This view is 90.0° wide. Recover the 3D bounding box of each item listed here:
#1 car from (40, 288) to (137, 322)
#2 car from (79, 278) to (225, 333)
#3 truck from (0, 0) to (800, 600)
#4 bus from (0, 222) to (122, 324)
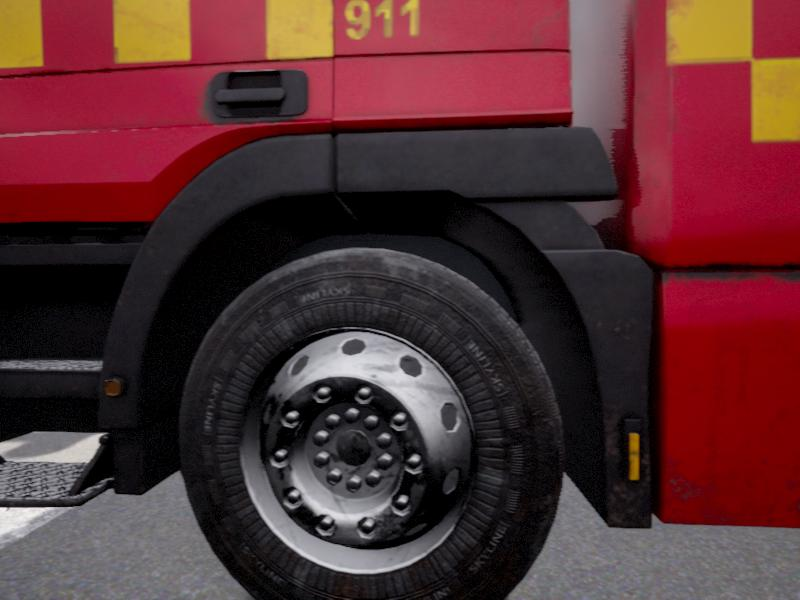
[{"bbox_3d":[-15.181,0.223,19.754,1.789,1.549,3.705,0,0,3],"label":"car"},{"bbox_3d":[-8.524,0.161,14.427,2.242,1.667,4.611,0,0,3],"label":"car"},{"bbox_3d":[2.537,-0.921,2.318,8.468,3.827,2.891,0,0,4],"label":"truck"},{"bbox_3d":[-18.626,-1.124,18.548,3.944,4.253,10.273,0,0,3],"label":"bus"}]
